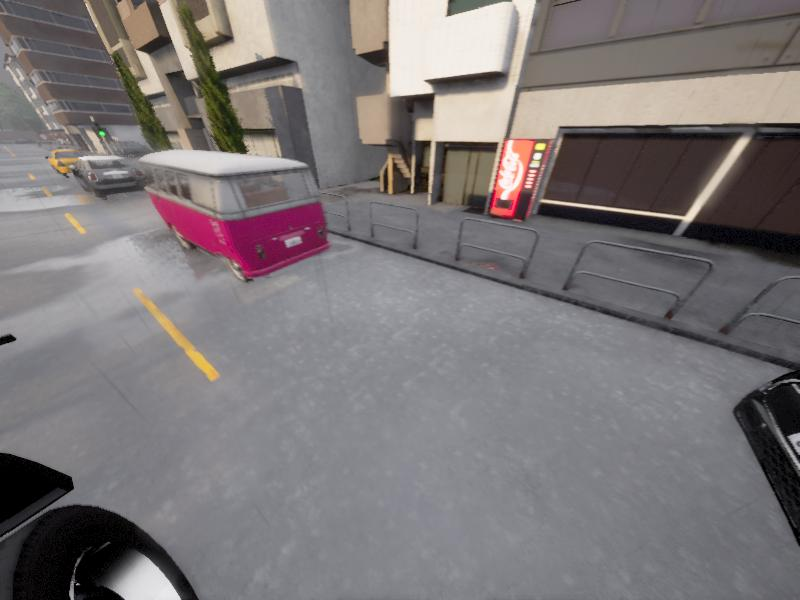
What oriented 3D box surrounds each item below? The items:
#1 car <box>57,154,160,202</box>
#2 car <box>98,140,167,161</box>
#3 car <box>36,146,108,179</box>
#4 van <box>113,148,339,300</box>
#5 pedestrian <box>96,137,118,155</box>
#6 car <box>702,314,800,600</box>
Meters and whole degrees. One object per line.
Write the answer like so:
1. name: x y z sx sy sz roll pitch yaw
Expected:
1. car: -13.430 -5.766 10.665 3.806 1.475 1.970 22 41 28
2. car: -30.038 -17.045 26.208 2.097 1.767 4.553 5 35 6
3. car: -22.247 -9.413 15.657 5.366 1.575 1.801 22 41 28
4. van: -3.658 -1.980 4.956 4.442 1.987 1.775 22 41 28
5. pedestrian: -38.088 -20.040 30.079 0.751 1.860 0.751 9 36 12
6. car: 4.315 1.488 0.561 3.806 1.475 1.970 22 41 28
